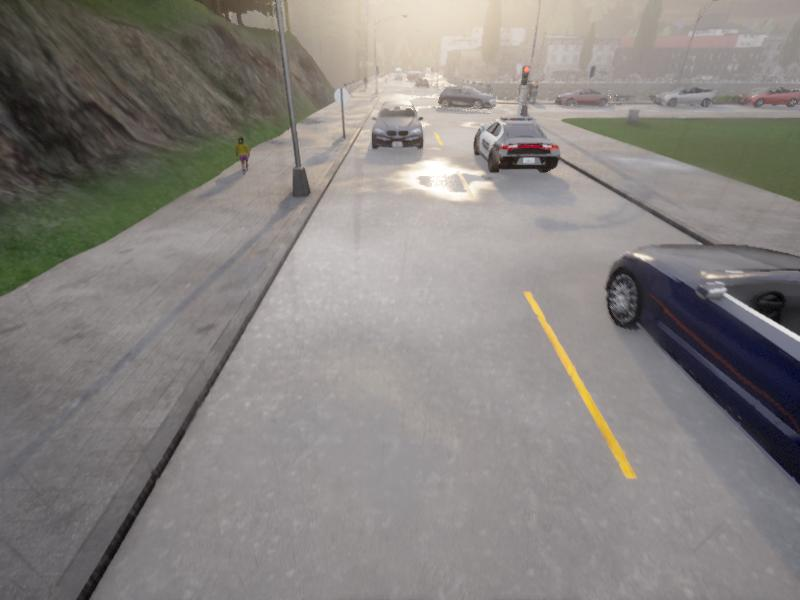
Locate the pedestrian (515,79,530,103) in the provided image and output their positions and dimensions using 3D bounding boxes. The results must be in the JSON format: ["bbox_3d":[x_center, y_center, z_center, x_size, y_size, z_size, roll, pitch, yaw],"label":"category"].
[{"bbox_3d":[11.144,-19.026,36.423,0.751,1.860,0.751,-18,35,-27],"label":"pedestrian"}]

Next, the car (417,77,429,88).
[{"bbox_3d":[3.714,-35.563,65.370,1.816,1.474,4.193,0,30,0],"label":"car"}]

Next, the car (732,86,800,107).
[{"bbox_3d":[32.033,-17.598,34.615,4.514,1.525,2.007,0,30,0],"label":"car"}]

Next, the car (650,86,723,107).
[{"bbox_3d":[24.633,-17.587,34.592,4.514,1.525,2.007,0,30,0],"label":"car"}]

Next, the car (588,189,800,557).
[{"bbox_3d":[3.950,0.521,3.510,2.152,1.651,5.027,0,30,0],"label":"car"}]

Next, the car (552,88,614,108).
[{"bbox_3d":[15.747,-17.512,34.614,4.181,1.385,1.994,0,30,0],"label":"car"}]

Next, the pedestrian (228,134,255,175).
[{"bbox_3d":[-4.855,-4.480,12.320,0.500,1.100,0.500,-5,31,-9],"label":"pedestrian"}]

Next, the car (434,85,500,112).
[{"bbox_3d":[5.360,-16.425,32.489,4.856,1.649,2.033,20,37,30],"label":"car"}]

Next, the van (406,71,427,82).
[{"bbox_3d":[3.710,-50.104,89.682,4.480,2.038,2.069,22,37,33],"label":"van"}]

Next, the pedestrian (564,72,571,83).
[{"bbox_3d":[34.257,-45.492,81.745,0.751,1.860,0.751,3,30,6],"label":"pedestrian"}]

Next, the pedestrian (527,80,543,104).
[{"bbox_3d":[12.172,-18.736,36.026,0.751,1.860,0.751,-19,35,-30],"label":"pedestrian"}]

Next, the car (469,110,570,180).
[{"bbox_3d":[3.912,-5.649,14.152,2.038,1.542,4.974,0,30,0],"label":"car"}]

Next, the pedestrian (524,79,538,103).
[{"bbox_3d":[12.021,-19.171,36.671,0.751,1.860,0.751,-2,30,-3],"label":"pedestrian"}]

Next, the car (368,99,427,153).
[{"bbox_3d":[-0.102,-7.848,17.773,2.242,1.667,4.611,0,30,0],"label":"car"}]
